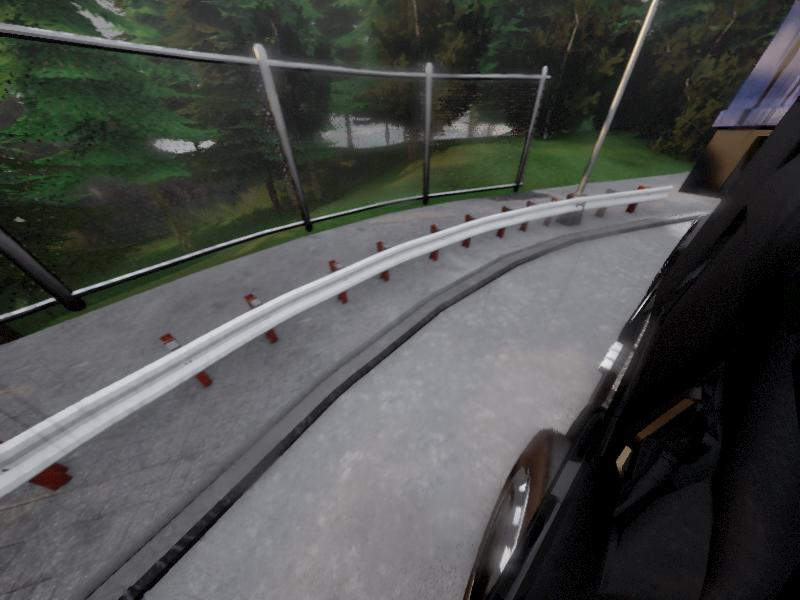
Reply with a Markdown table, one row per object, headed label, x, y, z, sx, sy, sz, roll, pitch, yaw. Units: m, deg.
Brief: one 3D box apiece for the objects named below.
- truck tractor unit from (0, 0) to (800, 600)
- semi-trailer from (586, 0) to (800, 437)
| label | x | y | z | sx | sy | sz | roll | pitch | yaw |
| --- | --- | --- | --- | --- | --- | --- | --- | --- | --- |
| truck tractor unit | 2.645 | -0.295 | 0.351 | 6.516 | 4.208 | 3.053 | -28 | 44 | -30 |
| semi-trailer | 9.604 | -2.748 | 3.043 | 14.254 | 4.402 | 2.717 | -16 | 39 | -17 |
